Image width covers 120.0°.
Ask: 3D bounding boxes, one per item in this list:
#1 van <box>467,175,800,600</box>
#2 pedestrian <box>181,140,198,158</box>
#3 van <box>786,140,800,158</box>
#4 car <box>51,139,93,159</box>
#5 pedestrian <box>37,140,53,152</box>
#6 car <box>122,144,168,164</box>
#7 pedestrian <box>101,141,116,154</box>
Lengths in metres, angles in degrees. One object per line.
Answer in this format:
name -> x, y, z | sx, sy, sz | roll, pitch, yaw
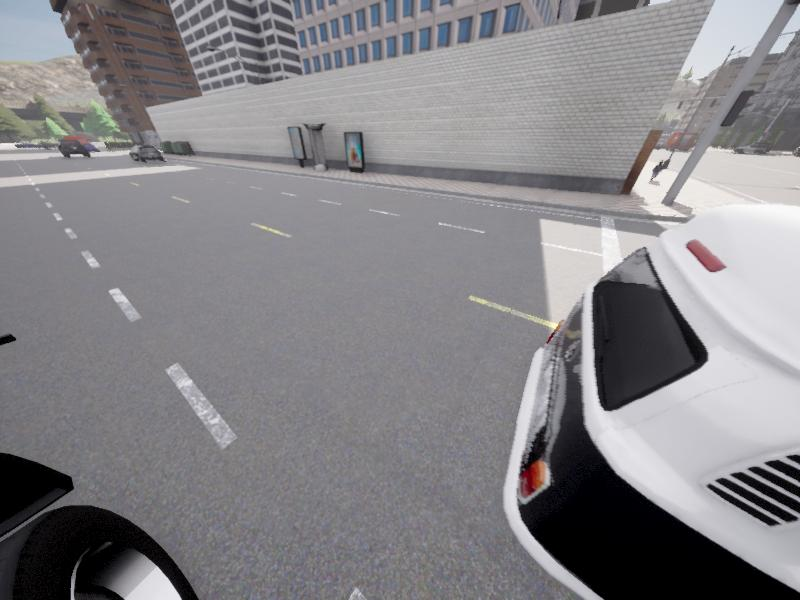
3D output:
van -> 2.867, 1.122, 0.581 | 4.480, 2.038, 2.069 | 21, 40, 26
pedestrian -> -27.038, -19.442, 29.697 | 0.751, 1.860, 0.751 | 3, 35, 5
van -> 62.656, -21.930, 33.320 | 6.366, 2.431, 2.351 | 21, 40, 27
car -> -45.133, -20.835, 31.796 | 5.566, 2.045, 2.150 | 22, 41, 28
pedestrian -> -68.936, -29.898, 44.841 | 0.751, 1.860, 0.751 | 18, 39, 23
car -> -28.563, -16.424, 25.899 | 4.856, 1.649, 2.033 | 22, 41, 28
pedestrian -> -48.984, -25.593, 38.784 | 0.751, 1.860, 0.751 | 24, 42, 30
